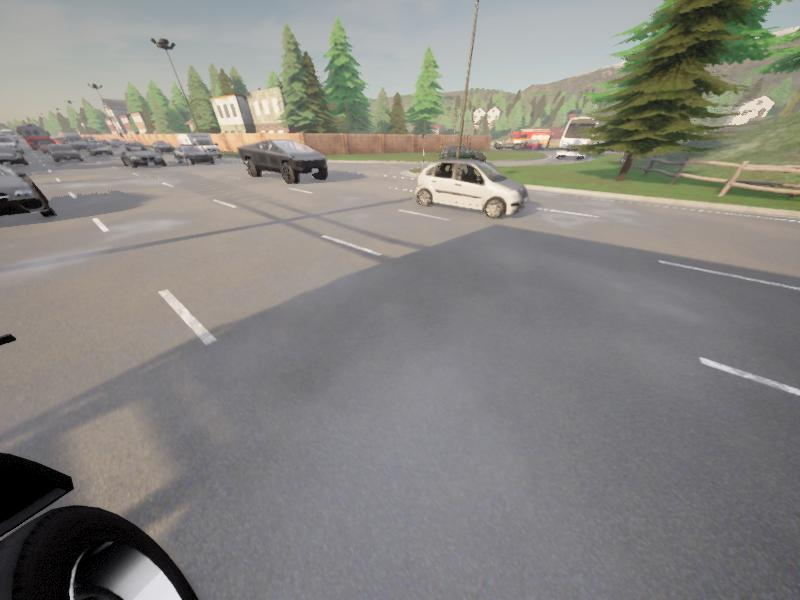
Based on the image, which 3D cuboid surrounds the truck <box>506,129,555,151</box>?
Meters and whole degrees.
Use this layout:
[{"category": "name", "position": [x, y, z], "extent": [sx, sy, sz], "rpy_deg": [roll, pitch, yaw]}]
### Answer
[{"category": "truck", "position": [29.075, -36.080, 52.004], "extent": [8.468, 3.827, 2.891], "rpy_deg": [23, 41, 29]}]

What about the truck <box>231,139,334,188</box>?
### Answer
[{"category": "truck", "position": [-7.233, -8.586, 14.205], "extent": [6.274, 2.098, 2.390], "rpy_deg": [23, 41, 29]}]

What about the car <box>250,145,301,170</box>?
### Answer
[{"category": "car", "position": [-10.816, -12.431, 20.055], "extent": [3.988, 1.617, 1.851], "rpy_deg": [23, 41, 29]}]

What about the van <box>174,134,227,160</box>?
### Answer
[{"category": "van", "position": [-23.998, -18.430, 27.742], "extent": [6.366, 2.431, 2.351], "rpy_deg": [23, 41, 29]}]

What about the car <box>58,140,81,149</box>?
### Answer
[{"category": "car", "position": [-66.115, -31.159, 46.190], "extent": [3.633, 1.501, 1.845], "rpy_deg": [23, 41, 29]}]

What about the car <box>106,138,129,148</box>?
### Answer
[{"category": "car", "position": [-62.493, -34.709, 51.064], "extent": [4.553, 1.767, 2.097], "rpy_deg": [23, 41, 29]}]

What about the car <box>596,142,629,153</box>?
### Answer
[{"category": "car", "position": [43.586, -31.378, 47.449], "extent": [4.611, 1.667, 2.242], "rpy_deg": [23, 41, 29]}]

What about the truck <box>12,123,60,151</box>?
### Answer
[{"category": "truck", "position": [-66.052, -29.550, 41.942], "extent": [8.468, 3.827, 2.891], "rpy_deg": [23, 41, 29]}]

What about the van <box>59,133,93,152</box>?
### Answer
[{"category": "van", "position": [-55.115, -26.847, 39.285], "extent": [5.915, 2.561, 1.988], "rpy_deg": [23, 41, 29]}]

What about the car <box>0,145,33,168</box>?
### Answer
[{"category": "car", "position": [-34.582, -12.562, 20.150], "extent": [4.792, 1.488, 2.163], "rpy_deg": [23, 41, 29]}]

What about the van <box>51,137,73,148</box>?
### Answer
[{"category": "van", "position": [-77.006, -36.012, 52.616], "extent": [4.442, 1.987, 1.775], "rpy_deg": [23, 41, 29]}]

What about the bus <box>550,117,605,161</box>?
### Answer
[{"category": "bus", "position": [23.910, -21.714, 31.218], "extent": [3.944, 4.253, 10.273], "rpy_deg": [22, 41, 26]}]

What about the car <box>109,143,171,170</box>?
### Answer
[{"category": "car", "position": [-22.303, -12.378, 19.829], "extent": [4.611, 1.667, 2.242], "rpy_deg": [23, 41, 29]}]

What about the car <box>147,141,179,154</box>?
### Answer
[{"category": "car", "position": [-36.301, -23.396, 35.364], "extent": [5.238, 1.638, 1.930], "rpy_deg": [23, 41, 29]}]

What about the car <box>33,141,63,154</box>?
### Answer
[{"category": "car", "position": [-53.213, -23.109, 34.879], "extent": [3.633, 1.501, 1.845], "rpy_deg": [23, 41, 29]}]

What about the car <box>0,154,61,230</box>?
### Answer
[{"category": "car", "position": [-13.685, -3.642, 7.551], "extent": [5.027, 1.651, 2.152], "rpy_deg": [23, 41, 29]}]

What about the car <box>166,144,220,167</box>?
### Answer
[{"category": "car", "position": [-19.493, -13.667, 21.706], "extent": [5.238, 1.638, 1.930], "rpy_deg": [23, 41, 29]}]

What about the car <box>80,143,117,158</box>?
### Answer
[{"category": "car", "position": [-39.557, -19.677, 30.277], "extent": [5.357, 1.411, 2.033], "rpy_deg": [23, 41, 29]}]

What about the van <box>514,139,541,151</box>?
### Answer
[{"category": "van", "position": [27.557, -33.463, 49.882], "extent": [4.442, 1.987, 1.775], "rpy_deg": [23, 41, 29]}]

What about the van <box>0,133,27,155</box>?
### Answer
[{"category": "van", "position": [-56.481, -22.361, 33.037], "extent": [6.366, 2.431, 2.351], "rpy_deg": [23, 41, 29]}]

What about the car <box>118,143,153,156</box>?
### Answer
[{"category": "car", "position": [-37.077, -21.119, 32.344], "extent": [5.357, 1.411, 2.033], "rpy_deg": [23, 41, 29]}]

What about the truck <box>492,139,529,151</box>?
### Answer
[{"category": "truck", "position": [23.325, -32.825, 48.844], "extent": [6.274, 2.098, 2.390], "rpy_deg": [23, 41, 29]}]

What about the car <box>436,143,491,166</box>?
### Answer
[{"category": "car", "position": [6.155, -14.309, 22.698], "extent": [4.553, 1.767, 2.097], "rpy_deg": [-6, 35, -8]}]

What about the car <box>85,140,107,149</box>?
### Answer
[{"category": "car", "position": [-63.846, -32.622, 48.437], "extent": [3.806, 1.475, 1.970], "rpy_deg": [23, 41, 29]}]

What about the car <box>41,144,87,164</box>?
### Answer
[{"category": "car", "position": [-34.030, -14.838, 23.371], "extent": [4.892, 1.490, 1.837], "rpy_deg": [23, 41, 29]}]

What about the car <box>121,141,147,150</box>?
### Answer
[{"category": "car", "position": [-51.129, -29.670, 44.341], "extent": [5.357, 1.411, 2.033], "rpy_deg": [23, 41, 29]}]

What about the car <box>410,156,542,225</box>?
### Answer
[{"category": "car", "position": [2.556, -4.178, 8.462], "extent": [3.988, 1.617, 1.851], "rpy_deg": [23, 41, 29]}]
